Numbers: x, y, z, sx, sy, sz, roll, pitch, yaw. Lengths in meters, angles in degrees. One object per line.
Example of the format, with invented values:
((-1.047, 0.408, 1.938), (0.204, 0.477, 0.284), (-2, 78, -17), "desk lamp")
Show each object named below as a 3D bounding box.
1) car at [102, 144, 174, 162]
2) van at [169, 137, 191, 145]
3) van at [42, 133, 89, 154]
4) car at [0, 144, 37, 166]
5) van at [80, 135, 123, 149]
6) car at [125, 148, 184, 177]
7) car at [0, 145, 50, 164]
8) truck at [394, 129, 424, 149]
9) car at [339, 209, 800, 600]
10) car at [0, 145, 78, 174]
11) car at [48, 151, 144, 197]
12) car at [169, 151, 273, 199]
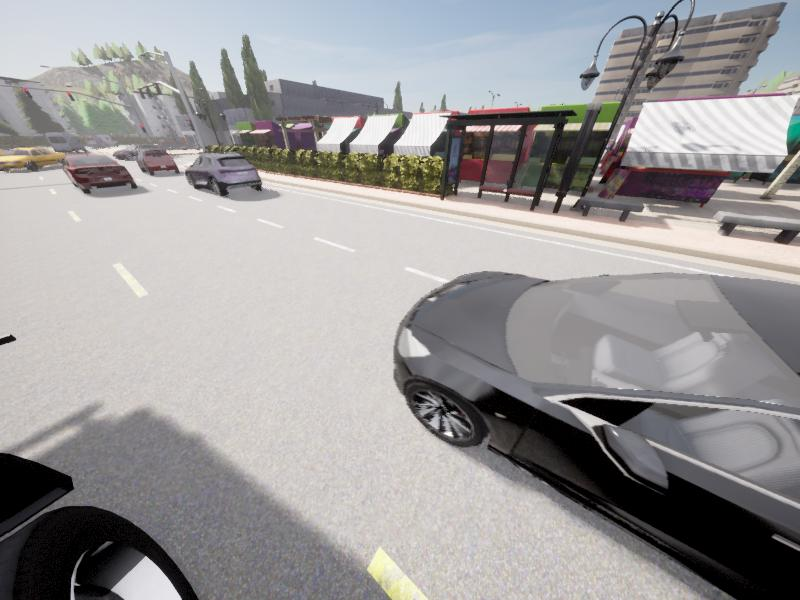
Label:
((-29.605, -16.849, 26.336), (2.163, 1.488, 4.792), (13, 37, 17), "car")
((-66.985, -48.392, 70.400), (1.775, 1.987, 4.442), (9, 36, 13), "van")
((-51.295, -24.160, 35.607), (1.988, 2.561, 5.915), (-23, 41, -29), "van")
((-36.669, -12.518, 20.060), (1.801, 1.575, 5.366), (24, 41, 29), "car")
((-66.760, -35.642, 51.921), (2.351, 2.431, 6.366), (-8, 36, -11), "van")
((-17.699, -10.007, 16.665), (3.633, 1.501, 1.845), (25, 42, 31), "car")
((-38.702, -14.263, 22.639), (1.812, 1.442, 4.674), (23, 41, 29), "car")
((2.301, -39.687, 56.919), (2.891, 3.827, 8.468), (23, 41, 29), "truck")
((2.190, 0.705, 1.642), (4.792, 1.488, 2.163), (21, 40, 27), "car")
((-29.126, -11.139, 18.149), (1.801, 1.575, 5.366), (-12, 37, -16), "car")
((-15.543, -6.564, 11.787), (5.008, 1.535, 1.882), (23, 41, 28), "car")
((-8.770, -6.270, 11.331), (4.856, 1.649, 2.033), (22, 40, 29), "car")
